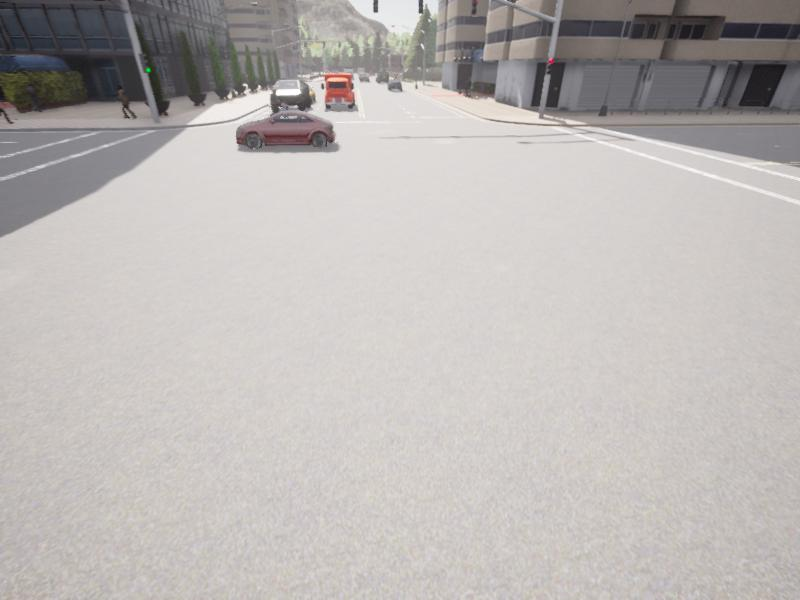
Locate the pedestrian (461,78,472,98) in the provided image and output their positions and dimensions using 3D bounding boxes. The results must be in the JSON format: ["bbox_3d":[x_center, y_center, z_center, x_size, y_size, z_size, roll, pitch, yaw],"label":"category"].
[{"bbox_3d":[7.069,-22.491,42.377,0.751,1.860,0.751,-8,31,-14],"label":"pedestrian"}]

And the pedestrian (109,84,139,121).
[{"bbox_3d":[-16.092,-11.549,23.378,0.751,1.860,0.751,-3,30,-6],"label":"pedestrian"}]

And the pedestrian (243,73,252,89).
[{"bbox_3d":[-20.826,-29.874,54.588,0.751,1.860,0.751,-3,30,-6],"label":"pedestrian"}]

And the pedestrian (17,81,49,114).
[{"bbox_3d":[-24.232,-13.396,26.432,0.751,1.860,0.751,14,33,22],"label":"pedestrian"}]

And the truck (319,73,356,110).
[{"bbox_3d":[-5.074,-17.335,33.156,2.627,2.467,5.204,-3,30,-5],"label":"truck"}]

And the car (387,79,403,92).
[{"bbox_3d":[-0.771,-30.648,56.997,1.812,1.442,4.674,-3,31,-5],"label":"car"}]

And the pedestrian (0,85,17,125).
[{"bbox_3d":[-21.587,-10.470,21.466,0.751,1.860,0.751,-11,32,-18],"label":"pedestrian"}]

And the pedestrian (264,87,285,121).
[{"bbox_3d":[-7.795,-12.217,24.923,0.751,1.860,0.751,4,31,6],"label":"pedestrian"}]

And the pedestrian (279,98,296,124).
[{"bbox_3d":[-6.703,-11.312,23.945,0.751,1.300,0.751,-4,31,-7],"label":"pedestrian"}]

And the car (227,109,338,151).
[{"bbox_3d":[-4.848,-7.359,17.185,4.181,1.385,1.994,-3,30,-6],"label":"car"}]

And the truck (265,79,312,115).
[{"bbox_3d":[-8.280,-15.539,30.413,2.390,2.098,6.274,-2,30,-5],"label":"truck"}]

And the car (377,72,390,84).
[{"bbox_3d":[-3.231,-43.416,78.156,2.150,2.045,5.566,-3,31,-5],"label":"car"}]

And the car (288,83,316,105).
[{"bbox_3d":[-9.004,-19.257,37.276,1.801,1.575,5.366,-2,30,-5],"label":"car"}]
